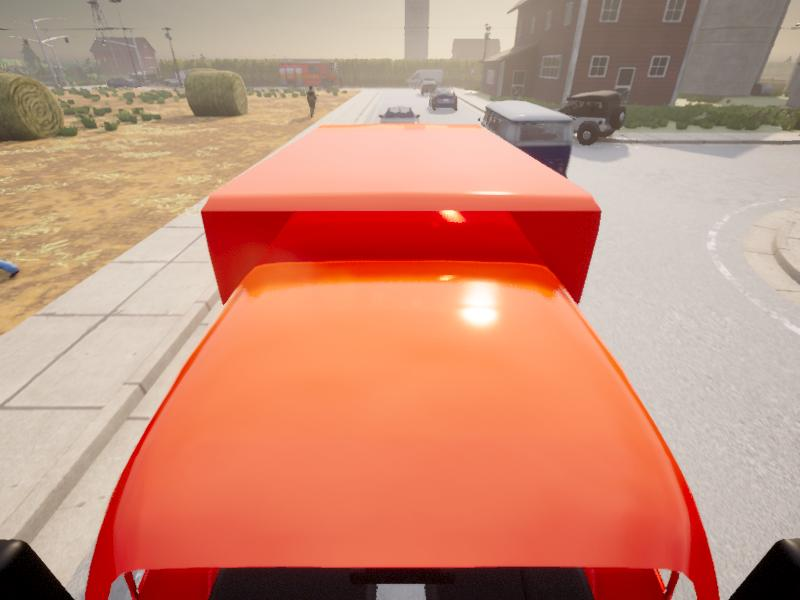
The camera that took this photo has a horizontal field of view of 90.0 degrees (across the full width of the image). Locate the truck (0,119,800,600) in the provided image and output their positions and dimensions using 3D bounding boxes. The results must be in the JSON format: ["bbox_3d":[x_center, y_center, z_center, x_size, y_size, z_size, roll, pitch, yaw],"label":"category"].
[{"bbox_3d":[0.000,0.151,3.286,2.627,2.467,5.204,0,30,0],"label":"truck"}]

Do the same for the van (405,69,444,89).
[{"bbox_3d":[3.673,-34.043,61.581,5.915,2.561,1.988,0,30,1],"label":"van"}]

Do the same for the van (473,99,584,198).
[{"bbox_3d":[3.479,-4.686,11.901,1.775,1.987,4.442,-1,31,0],"label":"van"}]

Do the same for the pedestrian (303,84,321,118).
[{"bbox_3d":[-5.488,-12.415,24.962,0.751,1.860,0.751,0,30,0],"label":"pedestrian"}]

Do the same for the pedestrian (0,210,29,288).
[{"bbox_3d":[-6.192,-0.870,5.823,0.751,1.300,0.751,-22,37,-33],"label":"pedestrian"}]

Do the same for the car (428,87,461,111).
[{"bbox_3d":[3.477,-16.248,32.225,2.163,1.488,4.792,0,30,0],"label":"car"}]

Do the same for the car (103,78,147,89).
[{"bbox_3d":[-40.824,-32.222,59.514,4.792,1.488,2.163,0,30,0],"label":"car"}]

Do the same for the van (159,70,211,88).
[{"bbox_3d":[-33.291,-34.269,62.072,6.366,2.431,2.351,0,30,1],"label":"van"}]

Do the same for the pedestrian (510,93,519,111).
[{"bbox_3d":[8.291,-14.326,28.975,0.500,1.100,0.500,9,32,15],"label":"pedestrian"}]

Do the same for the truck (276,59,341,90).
[{"bbox_3d":[-13.217,-32.945,58.434,8.468,3.827,2.891,0,30,1],"label":"truck"}]

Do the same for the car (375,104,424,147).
[{"bbox_3d":[-0.015,-8.163,18.532,1.994,1.385,4.181,0,30,0],"label":"car"}]

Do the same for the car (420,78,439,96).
[{"bbox_3d":[3.463,-25.485,47.822,1.930,1.638,5.238,0,30,0],"label":"car"}]

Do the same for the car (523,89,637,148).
[{"bbox_3d":[7.652,-7.980,17.407,1.905,1.878,3.866,-30,40,-32],"label":"car"}]

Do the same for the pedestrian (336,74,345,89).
[{"bbox_3d":[-8.212,-30.216,55.375,0.751,1.860,0.751,10,32,16],"label":"pedestrian"}]
